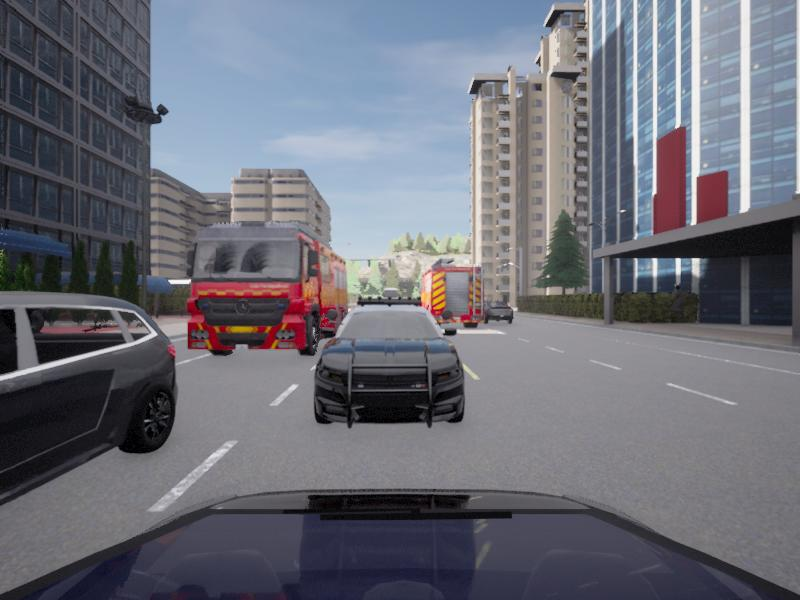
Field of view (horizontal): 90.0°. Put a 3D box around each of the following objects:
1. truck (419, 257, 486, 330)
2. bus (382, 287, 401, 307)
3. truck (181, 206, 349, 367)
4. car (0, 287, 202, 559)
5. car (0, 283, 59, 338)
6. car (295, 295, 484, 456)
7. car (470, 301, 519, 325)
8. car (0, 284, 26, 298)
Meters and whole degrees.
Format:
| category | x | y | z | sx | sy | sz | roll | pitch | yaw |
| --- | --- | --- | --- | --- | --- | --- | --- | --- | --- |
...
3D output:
| category | x | y | z | sx | sy | sz | roll | pitch | yaw |
| --- | --- | --- | --- | --- | --- | --- | --- | --- | --- |
| truck | 2.920 | -0.341 | 25.016 | 2.891 | 3.827 | 8.468 | 0 | 0 | -1 |
| bus | -1.952 | -0.610 | 91.227 | 3.944 | 4.253 | 10.273 | 0 | 0 | -1 |
| truck | -3.752 | -0.333 | 13.749 | 2.891 | 3.827 | 8.468 | 0 | 0 | 0 |
| car | -3.581 | 0.753 | 2.739 | 2.242 | 1.667 | 4.611 | 0 | 0 | -1 |
| car | -16.979 | 0.389 | 14.732 | 2.390 | 2.098 | 6.274 | 0 | 0 | 29 |
| car | -0.173 | 0.765 | 6.697 | 1.930 | 1.638 | 5.238 | 0 | 0 | -1 |
| car | 6.359 | 0.814 | 27.586 | 2.128 | 1.511 | 4.902 | 0 | 0 | -1 |
| car | -16.316 | -0.361 | 15.916 | 1.750 | 0.535 | 1.642 | 0 | 0 | 29 |
